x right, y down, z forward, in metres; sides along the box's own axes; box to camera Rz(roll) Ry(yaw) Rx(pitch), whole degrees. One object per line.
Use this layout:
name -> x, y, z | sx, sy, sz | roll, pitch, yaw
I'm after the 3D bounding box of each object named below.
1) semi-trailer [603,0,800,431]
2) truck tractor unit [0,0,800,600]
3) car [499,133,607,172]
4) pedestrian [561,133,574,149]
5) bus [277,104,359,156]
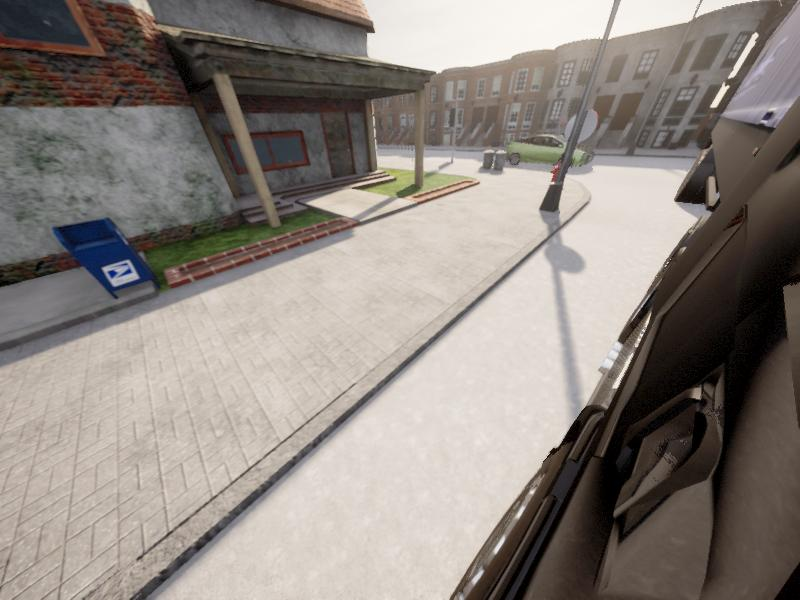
semi-trailer -> 8.432, -3.783, 4.462 | 14.254, 4.402, 2.717 | -31, 45, -32
truck tractor unit -> 2.645, -0.295, 0.351 | 6.516, 4.208, 3.053 | -28, 44, -30
car -> 8.424, -8.538, 13.199 | 2.007, 1.525, 4.514 | -27, 43, -29
pedestrian -> 13.981, -13.254, 19.255 | 0.500, 1.100, 0.500 | 24, 45, 31
bus -> -9.882, -20.180, 27.615 | 10.273, 4.253, 3.944 | 29, 47, 35
